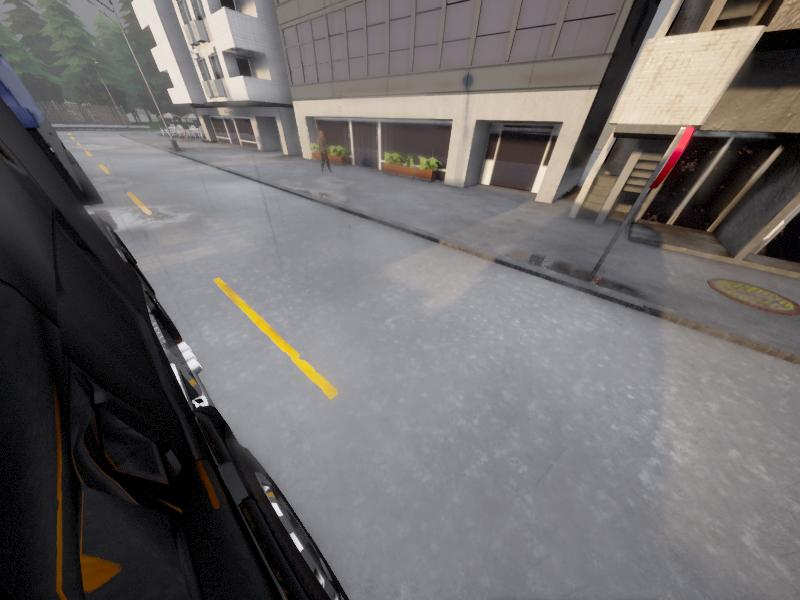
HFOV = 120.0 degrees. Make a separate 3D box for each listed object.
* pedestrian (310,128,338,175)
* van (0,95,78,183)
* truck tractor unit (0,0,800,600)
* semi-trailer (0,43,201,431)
[{"bbox_3d":[-3.707,-7.286,11.379,0.751,1.860,0.751,31,45,33],"label":"pedestrian"},{"bbox_3d":[-16.354,-6.922,9.757,5.915,2.561,1.988,28,43,30],"label":"van"},{"bbox_3d":[-2.645,-0.295,0.352,6.516,4.208,3.053,28,44,30],"label":"truck tractor unit"},{"bbox_3d":[-8.692,-3.610,4.233,14.254,4.402,2.717,28,44,30],"label":"semi-trailer"}]
